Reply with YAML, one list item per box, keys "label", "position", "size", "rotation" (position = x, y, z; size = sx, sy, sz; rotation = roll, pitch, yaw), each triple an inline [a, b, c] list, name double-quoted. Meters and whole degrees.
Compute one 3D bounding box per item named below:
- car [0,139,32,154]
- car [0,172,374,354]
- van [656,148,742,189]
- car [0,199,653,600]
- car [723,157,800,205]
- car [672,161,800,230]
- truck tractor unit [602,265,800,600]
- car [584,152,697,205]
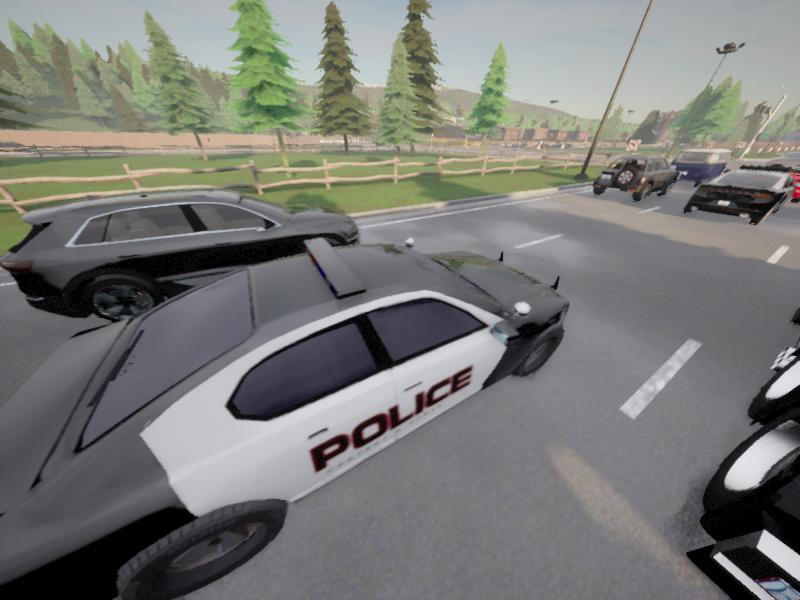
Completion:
- label: "car"
  position: [-60.369, -23.040, 34.736]
  size: [4.605, 1.855, 1.932]
  rotation: [-18, 39, -25]
- label: "car"
  position: [-3.172, -1.177, 4.254]
  size: [4.856, 1.649, 2.033]
  rotation: [-18, 39, -24]
- label: "van"
  position: [19.105, -8.516, 14.793]
  size: [4.442, 1.987, 1.775]
  rotation: [-18, 39, -24]
- label: "car"
  position: [-0.191, 0.203, 2.385]
  size: [4.974, 1.542, 2.038]
  rotation: [-18, 39, -25]
- label: "car"
  position: [19.271, -6.136, 11.647]
  size: [4.611, 1.667, 2.242]
  rotation: [-18, 39, -25]
- label: "car"
  position: [13.078, -4.124, 8.696]
  size: [5.238, 1.638, 1.930]
  rotation: [-18, 39, -25]
- label: "truck tractor unit"
  position: [5.113, -0.296, 0.803]
  size: [6.516, 4.208, 3.053]
  rotation: [-18, 38, -24]
- label: "car"
  position: [11.696, -6.082, 11.284]
  size: [4.605, 1.855, 1.932]
  rotation: [-18, 39, -25]
